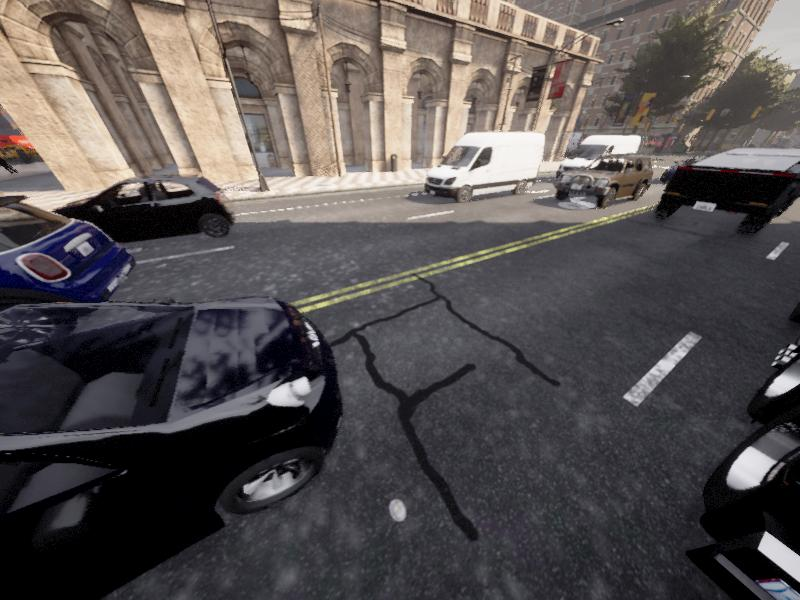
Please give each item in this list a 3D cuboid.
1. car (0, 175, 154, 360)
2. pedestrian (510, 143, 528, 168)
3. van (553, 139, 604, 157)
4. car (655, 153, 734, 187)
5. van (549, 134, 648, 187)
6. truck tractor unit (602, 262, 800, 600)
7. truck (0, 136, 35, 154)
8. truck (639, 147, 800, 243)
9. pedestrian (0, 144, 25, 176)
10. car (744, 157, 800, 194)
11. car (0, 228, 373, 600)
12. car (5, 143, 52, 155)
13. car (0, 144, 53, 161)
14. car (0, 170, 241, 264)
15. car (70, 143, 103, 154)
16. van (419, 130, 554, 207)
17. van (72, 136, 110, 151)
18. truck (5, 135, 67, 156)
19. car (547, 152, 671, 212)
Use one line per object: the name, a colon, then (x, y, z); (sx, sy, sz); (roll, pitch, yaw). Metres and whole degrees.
car: (-6.556, -0.158, 2.604); (4.553, 1.767, 2.097); (-18, 39, -24)
pedestrian: (10.778, -13.069, 20.926); (0.751, 1.860, 0.751); (-25, 42, -32)
van: (31.147, -26.873, 40.735); (2.351, 2.431, 6.366); (-18, 39, -24)
car: (18.906, -8.441, 14.873); (3.988, 1.617, 1.851); (-18, 39, -25)
van: (12.884, -9.146, 15.023); (5.915, 2.561, 1.988); (-18, 39, -25)
truck tractor unit: (5.104, -0.309, 0.781); (6.516, 4.208, 3.053); (-19, 39, -24)
truck: (-65.601, -25.933, 38.567); (2.627, 2.467, 5.204); (-18, 39, -25)
truck: (11.586, -3.898, 7.853); (6.274, 2.098, 2.390); (-18, 39, -25)
pedestrian: (-26.511, -9.353, 15.288); (0.751, 1.860, 0.751); (-21, 40, -27)
car: (22.330, -7.211, 13.247); (3.806, 1.475, 1.970); (-18, 39, -25)
car: (-2.260, 0.840, 1.437); (3.633, 1.501, 1.845); (-18, 39, -24)
car: (-60.920, -24.901, 37.993); (2.163, 1.488, 4.792); (-18, 39, -25)
car: (-45.784, -18.007, 28.120); (1.801, 1.575, 5.366); (-18, 39, -24)
car: (-6.515, -2.363, 6.005); (3.633, 1.501, 1.845); (-18, 39, -24)
car: (-54.249, -26.249, 40.058); (1.970, 1.475, 3.806); (-18, 39, -25)
van: (3.952, -6.221, 10.747); (5.915, 2.561, 1.988); (-18, 39, -24)
van: (-64.471, -32.708, 48.341); (2.351, 2.431, 6.366); (-18, 39, -25)
truck: (-55.031, -23.512, 35.175); (2.627, 2.467, 5.204); (-18, 39, -25)
car: (9.026, -5.296, 10.042); (4.605, 1.855, 1.932); (-18, 39, -25)
